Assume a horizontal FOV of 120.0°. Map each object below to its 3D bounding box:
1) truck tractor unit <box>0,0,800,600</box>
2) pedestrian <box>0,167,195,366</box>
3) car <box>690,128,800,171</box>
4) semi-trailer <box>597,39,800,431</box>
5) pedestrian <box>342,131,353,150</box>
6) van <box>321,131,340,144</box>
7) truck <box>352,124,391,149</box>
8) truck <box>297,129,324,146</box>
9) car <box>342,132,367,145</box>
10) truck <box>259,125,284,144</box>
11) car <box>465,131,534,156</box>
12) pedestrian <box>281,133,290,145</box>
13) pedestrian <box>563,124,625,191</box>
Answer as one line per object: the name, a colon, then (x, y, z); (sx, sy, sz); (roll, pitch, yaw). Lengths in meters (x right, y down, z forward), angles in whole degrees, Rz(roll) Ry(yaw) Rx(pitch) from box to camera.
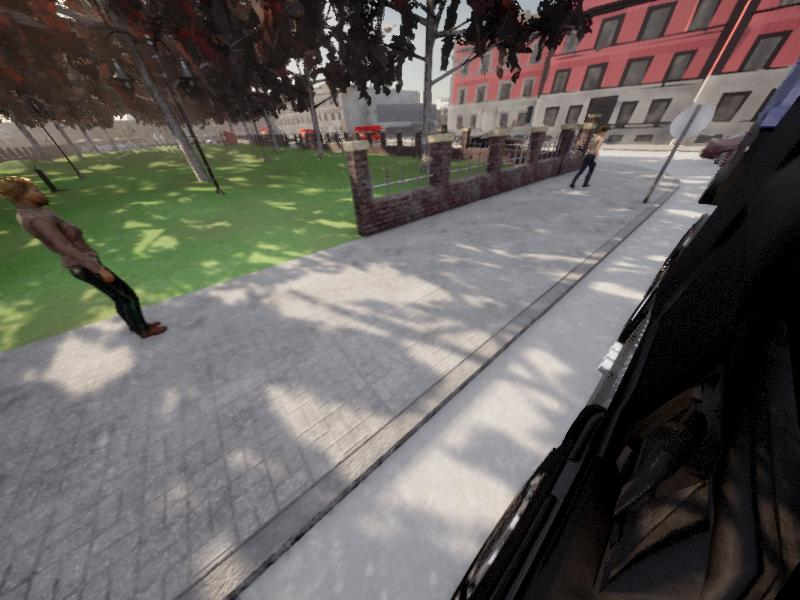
truck tractor unit: (2.645, -0.295, 0.351); (6.516, 4.208, 3.053); (-28, 44, -30)
pedestrian: (-3.330, -0.296, 2.484); (0.751, 1.860, 0.751); (19, 42, 26)
car: (17.404, -6.992, 10.676); (1.812, 1.442, 4.674); (-27, 43, -29)
semi-trailer: (8.711, -3.597, 4.215); (14.254, 4.402, 2.717); (-28, 44, -30)
pedestrian: (-6.433, -19.491, 28.249); (0.751, 1.860, 0.751); (-27, 43, -29)
van: (-14.225, -33.286, 47.218); (1.775, 1.987, 4.442); (-28, 43, -29)
truck: (-3.869, -22.384, 31.646); (2.627, 2.467, 5.204); (-27, 44, -29)
truck: (-17.597, -32.085, 45.396); (2.627, 2.467, 5.204); (-27, 45, -29)
car: (-8.126, -28.849, 41.229); (2.033, 1.649, 4.856); (-28, 43, -29)
truck: (-34.725, -44.448, 62.194); (2.891, 3.827, 8.468); (-28, 43, -29)
car: (8.299, -13.445, 19.762); (1.882, 1.535, 5.008); (-27, 44, -29)
pedestrian: (-21.728, -30.492, 43.856); (0.751, 1.860, 0.751); (26, 46, 33)
pedestrian: (6.602, -4.888, 7.985); (0.751, 1.860, 0.751); (-7, 37, -6)
